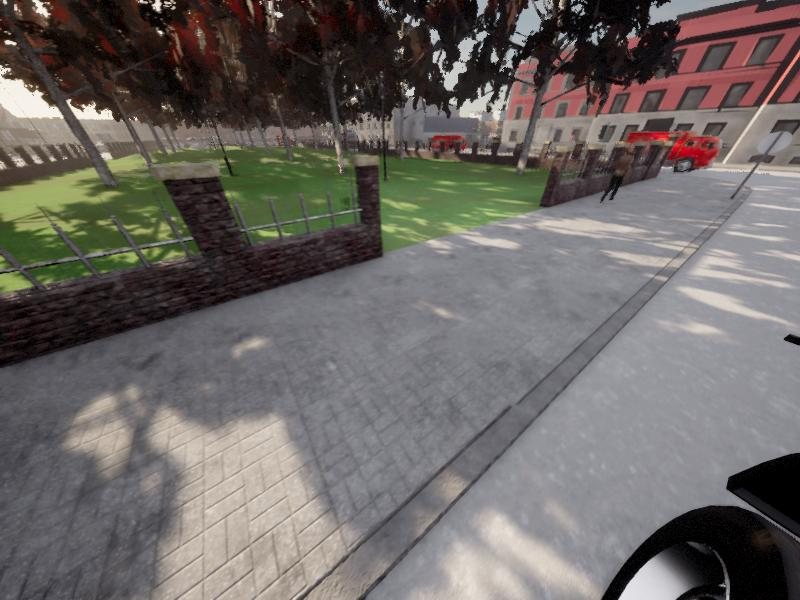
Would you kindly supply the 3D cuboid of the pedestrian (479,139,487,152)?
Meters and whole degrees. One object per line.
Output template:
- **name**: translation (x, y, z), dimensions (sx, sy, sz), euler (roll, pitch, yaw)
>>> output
- **pedestrian**: translation (14.568, -27.221, 40.631), dimensions (0.751, 1.860, 0.751), euler (-10, 36, -13)

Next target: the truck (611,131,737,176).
- **truck**: translation (20.095, -11.133, 17.375), dimensions (2.627, 2.467, 5.204), euler (-21, 41, -27)

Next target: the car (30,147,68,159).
- **car**: translation (-56.162, -23.687, 37.084), dimensions (1.812, 1.442, 4.674), euler (-22, 41, -28)

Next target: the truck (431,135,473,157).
- **truck**: translation (7.157, -21.848, 32.683), dimensions (2.627, 2.467, 5.204), euler (-22, 41, -28)

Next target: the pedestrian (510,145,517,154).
- **pedestrian**: translation (16.651, -22.153, 34.003), dimensions (0.500, 1.100, 0.500), euler (29, 45, 35)

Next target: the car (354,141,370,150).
- **car**: translation (-9.654, -39.216, 58.507), dimensions (2.033, 1.649, 4.856), euler (-22, 41, -28)

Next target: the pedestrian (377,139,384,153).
- **pedestrian**: translation (-3.284, -25.467, 38.206), dimensions (0.751, 1.860, 0.751), euler (-22, 41, -28)

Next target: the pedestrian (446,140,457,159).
- **pedestrian**: translation (6.053, -17.763, 27.205), dimensions (0.751, 1.860, 0.751), euler (-22, 41, -28)

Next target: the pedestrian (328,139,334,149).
- **pedestrian**: translation (-15.698, -35.697, 52.813), dimensions (0.751, 1.860, 0.751), euler (-29, 44, -35)

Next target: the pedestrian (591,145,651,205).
- **pedestrian**: translation (8.156, -4.650, 8.599), dimensions (0.751, 1.860, 0.751), euler (-20, 40, -26)

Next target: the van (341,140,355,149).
- **van**: translation (-14.309, -43.160, 63.876), dimensions (1.775, 1.987, 4.442), euler (-22, 41, -28)

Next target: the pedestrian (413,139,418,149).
- **pedestrian**: translation (3.326, -33.087, 48.955), dimensions (0.751, 1.860, 0.751), euler (-16, 38, -21)

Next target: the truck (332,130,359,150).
- **truck**: translation (-13.359, -39.100, 56.512), dimensions (2.891, 3.827, 8.468), euler (-22, 41, -28)
